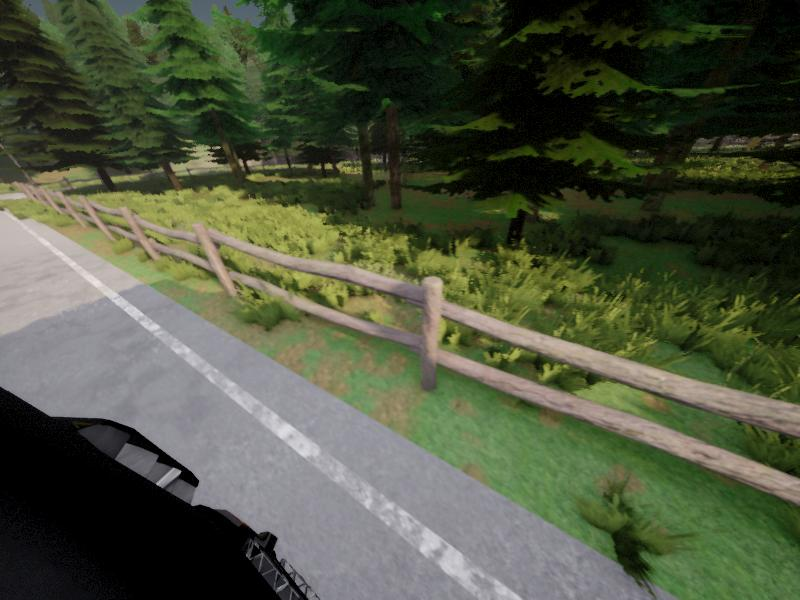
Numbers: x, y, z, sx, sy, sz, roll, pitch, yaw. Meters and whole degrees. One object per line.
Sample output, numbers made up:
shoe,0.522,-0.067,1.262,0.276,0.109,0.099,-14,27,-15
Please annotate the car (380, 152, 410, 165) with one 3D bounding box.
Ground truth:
car,-0.809,-22.834,37.290,4.674,1.442,1.812,-5,33,-3
